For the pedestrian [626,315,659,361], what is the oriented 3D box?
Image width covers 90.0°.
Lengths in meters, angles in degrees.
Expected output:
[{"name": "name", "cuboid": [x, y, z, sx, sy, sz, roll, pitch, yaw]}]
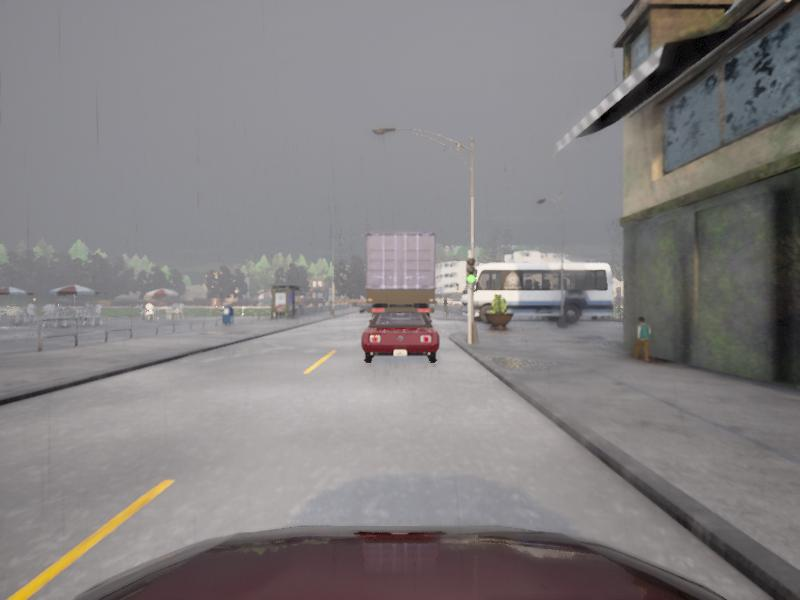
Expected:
[{"name": "pedestrian", "cuboid": [6.025, 0.929, 9.959, 0.500, 1.100, 0.500, 0, 0, 0]}]

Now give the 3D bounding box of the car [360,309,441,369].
[{"name": "car", "cuboid": [0.017, 0.961, 11.689, 1.895, 1.301, 4.718, 0, 0, 0]}]

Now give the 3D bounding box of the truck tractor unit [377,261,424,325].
[{"name": "truck tractor unit", "cuboid": [0.045, -0.481, 29.410, 3.053, 4.208, 6.516, 0, 0, 0]}]

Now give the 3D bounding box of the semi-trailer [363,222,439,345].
[{"name": "semi-trailer", "cuboid": [0.038, -0.587, 21.495, 2.717, 4.402, 14.254, 0, 0, 0]}]

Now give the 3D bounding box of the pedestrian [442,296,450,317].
[{"name": "pedestrian", "cuboid": [4.147, 0.578, 36.013, 0.751, 1.860, 0.751, 0, 0, 7]}]

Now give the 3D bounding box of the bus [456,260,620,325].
[{"name": "bus", "cuboid": [9.428, -0.492, 28.444, 10.273, 4.253, 3.944, 0, 0, -1]}]

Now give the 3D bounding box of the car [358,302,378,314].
[{"name": "car", "cuboid": [-3.911, 0.967, 49.120, 2.033, 1.411, 5.357, 0, 0, 0]}]
